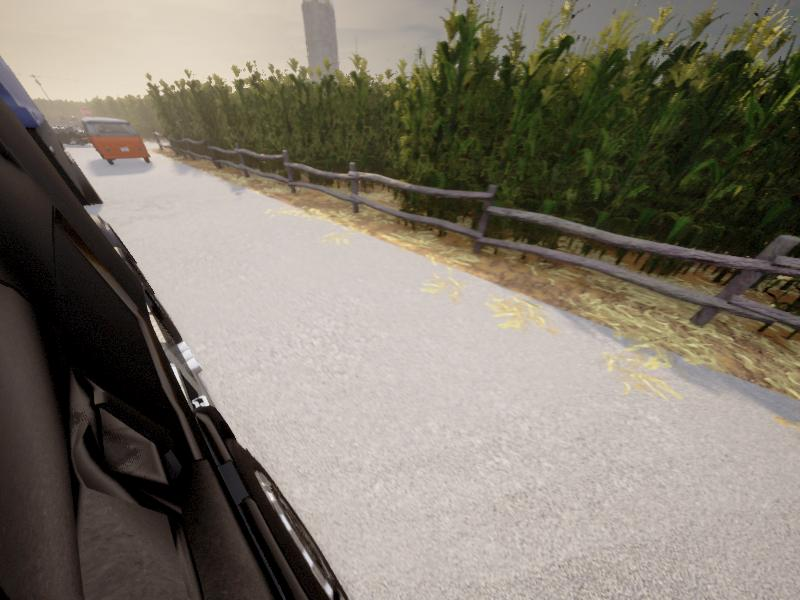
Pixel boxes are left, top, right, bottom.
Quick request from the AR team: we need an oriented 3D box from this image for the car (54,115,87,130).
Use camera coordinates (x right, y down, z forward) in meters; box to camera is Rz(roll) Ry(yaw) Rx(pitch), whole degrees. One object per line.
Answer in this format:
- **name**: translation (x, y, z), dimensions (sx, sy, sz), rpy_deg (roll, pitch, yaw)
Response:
- **car**: translation (-50.538, -27.256, 35.439), dimensions (4.611, 1.667, 2.242), rpy_deg (28, 44, 30)

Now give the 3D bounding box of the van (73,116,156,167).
- **van**: translation (-15.772, -8.820, 12.765), dimensions (4.442, 1.987, 1.775), rpy_deg (28, 44, 30)

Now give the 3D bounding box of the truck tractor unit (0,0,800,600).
- **truck tractor unit**: translation (-2.645, -0.295, 0.351), dimensions (6.516, 4.208, 3.053), rpy_deg (28, 44, 30)

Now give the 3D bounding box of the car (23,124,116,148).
- **car**: translation (-26.091, -13.075, 18.370), dimensions (4.718, 1.301, 1.895), rpy_deg (8, 37, 7)

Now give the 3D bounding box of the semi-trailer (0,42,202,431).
- **semi-trailer**: translation (-8.705, -3.601, 4.221), dimensions (14.254, 4.402, 2.717), rpy_deg (28, 44, 30)
